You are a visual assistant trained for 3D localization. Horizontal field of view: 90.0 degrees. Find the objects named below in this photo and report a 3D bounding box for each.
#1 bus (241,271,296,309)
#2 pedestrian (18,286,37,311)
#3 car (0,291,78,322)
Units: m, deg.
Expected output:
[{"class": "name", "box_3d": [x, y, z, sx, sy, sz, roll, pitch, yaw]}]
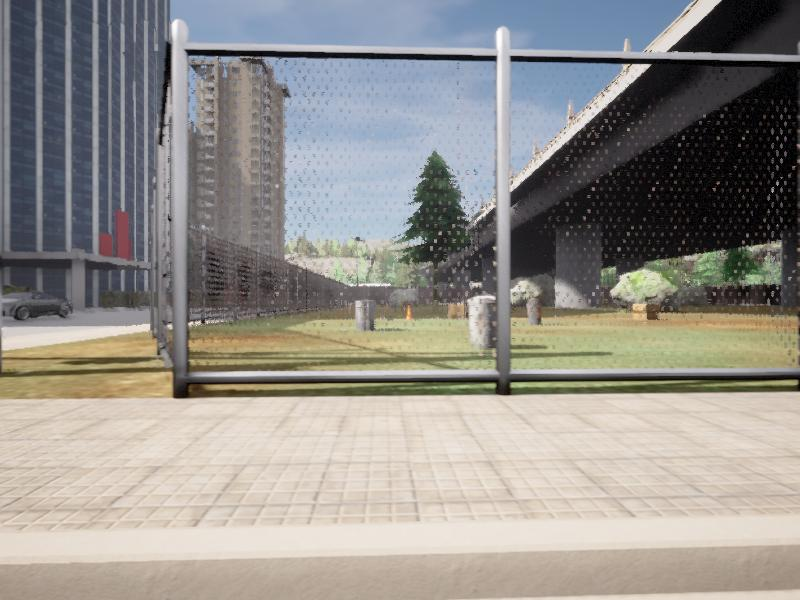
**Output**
[{"class": "bus", "box_3d": [-16.297, -1.143, 50.658, 3.944, 4.253, 10.273, 0, 0, -2]}, {"class": "pedestrian", "box_3d": [-27.484, -0.119, 29.503, 0.751, 1.860, 0.751, 0, 0, 11]}, {"class": "car", "box_3d": [-18.596, 0.287, 19.835, 1.994, 1.385, 4.181, 0, 0, -3]}]
